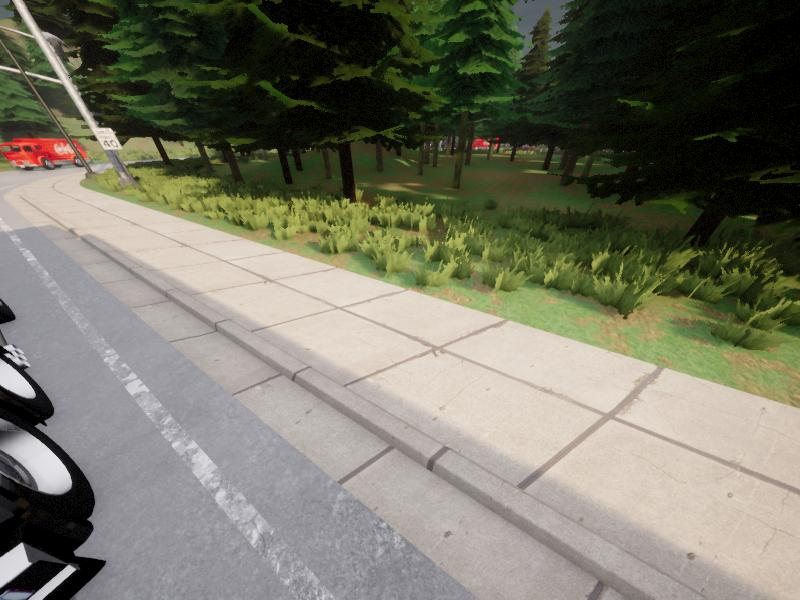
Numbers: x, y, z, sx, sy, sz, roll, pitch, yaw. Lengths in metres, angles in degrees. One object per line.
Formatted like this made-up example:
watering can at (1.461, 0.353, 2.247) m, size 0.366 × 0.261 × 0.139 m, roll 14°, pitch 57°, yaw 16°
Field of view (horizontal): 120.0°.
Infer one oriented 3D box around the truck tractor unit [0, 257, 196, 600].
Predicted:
truck tractor unit at (-5.099, -0.312, 0.797) m, size 6.516 × 4.208 × 3.053 m, roll 19°, pitch 39°, yaw 25°

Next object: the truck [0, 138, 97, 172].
truck at (-34.074, -14.064, 22.267) m, size 2.627 × 2.467 × 5.204 m, roll -5°, pitch 35°, yaw -6°
